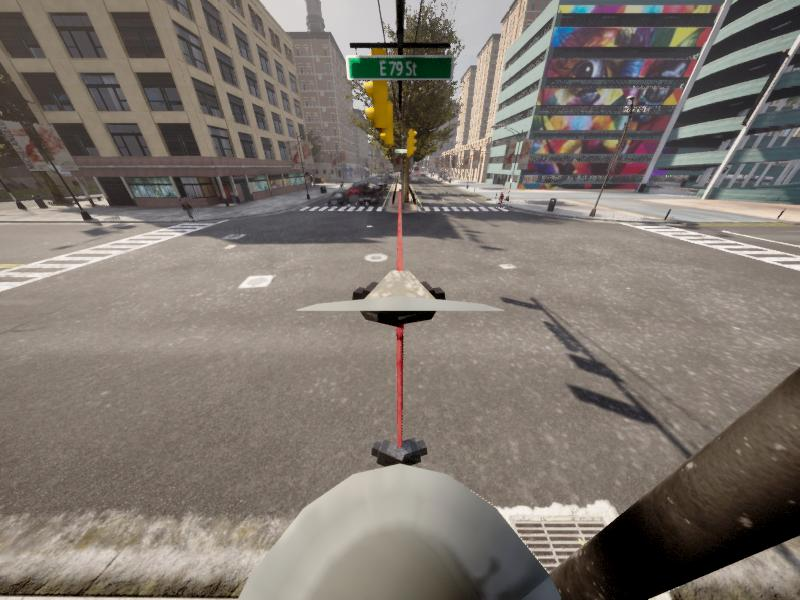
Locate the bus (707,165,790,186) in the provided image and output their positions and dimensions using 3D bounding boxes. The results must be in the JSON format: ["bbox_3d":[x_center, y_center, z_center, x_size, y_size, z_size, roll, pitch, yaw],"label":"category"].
[{"bbox_3d":[85.492,-30.919,57.299,3.944,4.253,10.273,0,30,0],"label":"bus"}]

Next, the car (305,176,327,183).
[{"bbox_3d":[-23.827,-34.247,65.742,5.366,1.575,1.801,-1,30,-2],"label":"car"}]

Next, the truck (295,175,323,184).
[{"bbox_3d":[-24.589,-32.674,62.500,6.274,2.098,2.390,0,30,-1],"label":"truck"}]

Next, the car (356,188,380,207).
[{"bbox_3d":[-3.713,-12.405,27.823,2.242,1.667,4.611,0,30,0],"label":"car"}]

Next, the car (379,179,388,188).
[{"bbox_3d":[-3.647,-26.154,51.699,1.851,1.617,3.988,0,30,0],"label":"car"}]

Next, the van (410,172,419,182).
[{"bbox_3d":[4.416,-37.170,69.958,2.351,2.431,6.366,0,30,0],"label":"van"}]

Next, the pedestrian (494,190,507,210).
[{"bbox_3d":[10.729,-10.691,24.615,0.751,1.860,0.751,3,30,5],"label":"pedestrian"}]

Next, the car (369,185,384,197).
[{"bbox_3d":[-3.691,-17.417,36.805,1.994,1.385,4.181,0,30,0],"label":"car"}]

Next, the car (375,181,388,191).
[{"bbox_3d":[-3.665,-22.525,45.510,2.128,1.511,4.902,0,30,0],"label":"car"}]

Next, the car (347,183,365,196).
[{"bbox_3d":[-7.190,-18.158,37.930,2.007,1.525,4.514,0,30,0],"label":"car"}]

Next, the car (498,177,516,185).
[{"bbox_3d":[27.196,-30.383,58.961,2.161,1.482,4.786,0,30,0],"label":"car"}]

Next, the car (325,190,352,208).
[{"bbox_3d":[-7.267,-12.170,27.641,1.812,1.442,4.674,1,30,2],"label":"car"}]

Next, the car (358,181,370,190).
[{"bbox_3d":[-7.188,-23.184,46.670,1.837,1.490,4.892,0,30,0],"label":"car"}]

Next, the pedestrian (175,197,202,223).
[{"bbox_3d":[-16.981,-7.197,18.564,0.751,1.860,0.751,-3,30,-4],"label":"pedestrian"}]
